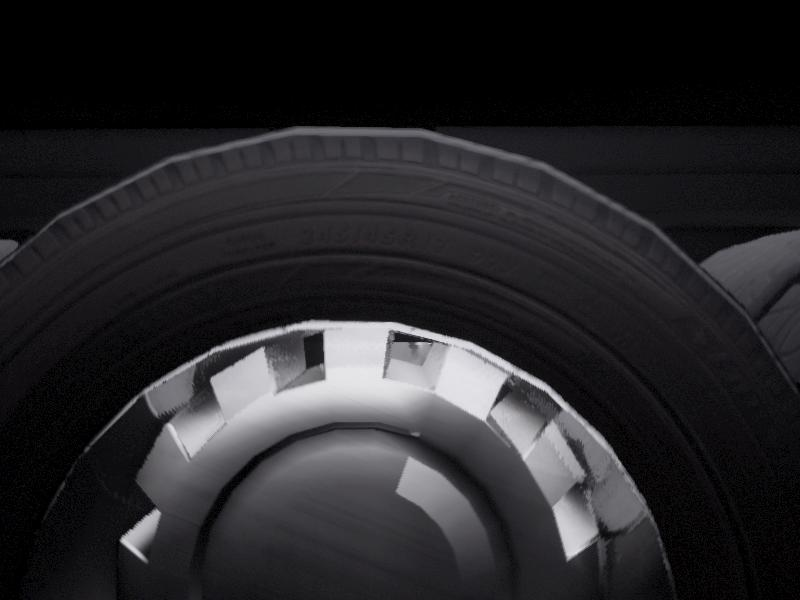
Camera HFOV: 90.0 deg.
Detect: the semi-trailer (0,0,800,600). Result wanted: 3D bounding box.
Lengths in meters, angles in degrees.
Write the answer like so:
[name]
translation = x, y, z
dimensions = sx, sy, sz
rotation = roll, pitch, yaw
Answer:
[semi-trailer]
translation = 2.538, -1.218, 1.698
dimensions = 14.254, 4.402, 2.717
rotation = 0, 0, 0
